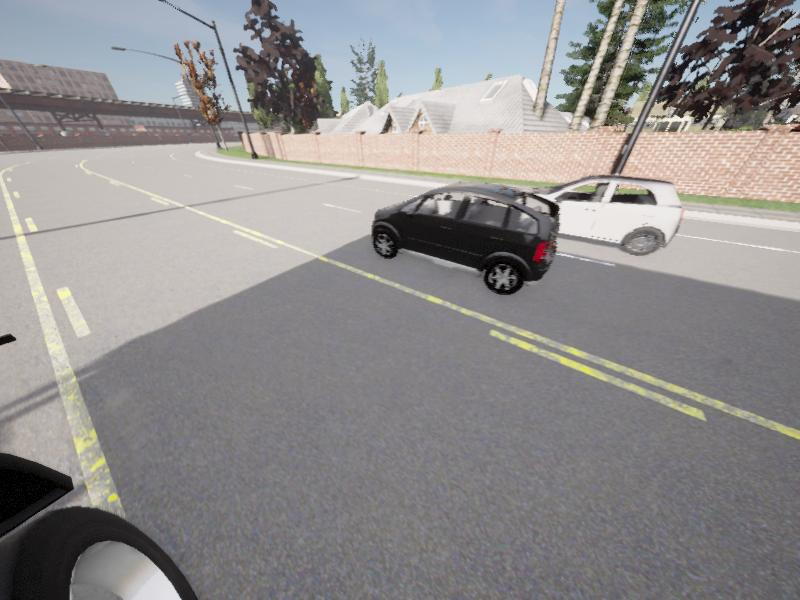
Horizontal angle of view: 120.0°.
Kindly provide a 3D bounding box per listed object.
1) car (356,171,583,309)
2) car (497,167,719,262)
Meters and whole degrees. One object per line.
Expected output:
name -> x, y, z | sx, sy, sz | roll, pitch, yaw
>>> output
car -> 1.160, -1.535, 4.742 | 3.705, 1.549, 1.789 | 22, 41, 27
car -> 4.878, -2.482, 6.136 | 3.633, 1.501, 1.845 | 22, 41, 27
